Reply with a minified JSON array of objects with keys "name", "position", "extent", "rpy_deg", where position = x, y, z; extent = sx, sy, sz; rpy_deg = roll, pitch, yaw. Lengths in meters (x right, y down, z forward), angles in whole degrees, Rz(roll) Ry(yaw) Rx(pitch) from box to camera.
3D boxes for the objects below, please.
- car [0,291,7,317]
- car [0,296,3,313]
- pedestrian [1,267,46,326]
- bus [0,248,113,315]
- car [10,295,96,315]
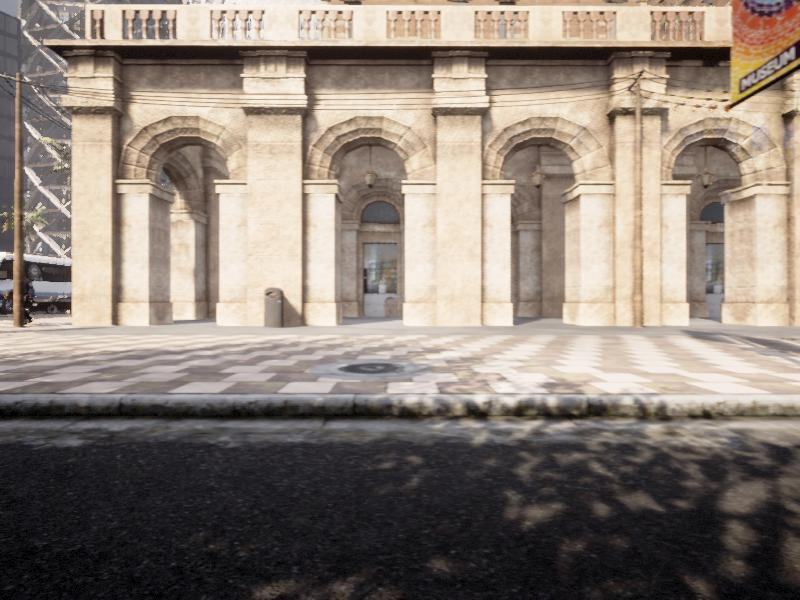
[{"name":"car","position":[-23.812,0.235,21.246],"extent":[1.816,1.474,4.193],"rpy_deg":[0,0,0]},{"name":"car","position":[-30.828,0.319,27.757],"extent":[1.895,1.301,4.718],"rpy_deg":[0,0,0]},{"name":"pedestrian","position":[-12.210,-0.125,12.977],"extent":[0.751,1.860,0.751],"rpy_deg":[0,0,0]},{"name":"bus","position":[-27.208,-1.155,30.063],"extent":[3.944,4.253,10.273],"rpy_deg":[0,0,0]},{"name":"car","position":[-23.818,0.325,27.750],"extent":[1.895,1.301,4.718],"rpy_deg":[0,0,0]}]
